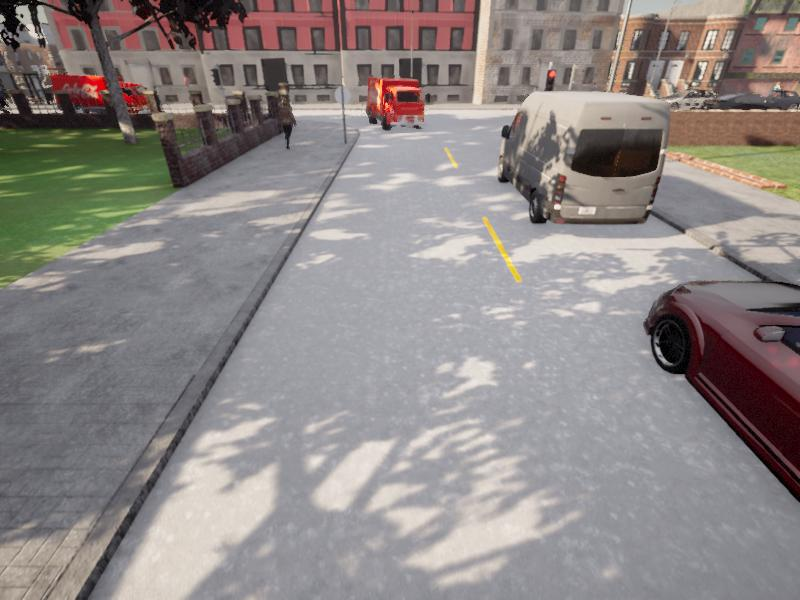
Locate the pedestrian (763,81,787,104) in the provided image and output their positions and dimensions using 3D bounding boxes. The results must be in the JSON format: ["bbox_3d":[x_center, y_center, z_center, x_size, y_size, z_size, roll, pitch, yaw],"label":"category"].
[{"bbox_3d":[34.460,-19.084,36.794,0.751,1.860,0.751,-4,30,-7],"label":"pedestrian"}]

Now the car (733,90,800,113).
[{"bbox_3d":[28.301,-15.210,30.631,3.633,1.501,1.845,0,30,0],"label":"car"}]

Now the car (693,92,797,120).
[{"bbox_3d":[23.274,-13.202,27.176,5.008,1.535,1.882,0,30,0],"label":"car"}]

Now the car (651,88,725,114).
[{"bbox_3d":[21.942,-15.256,30.630,3.988,1.617,1.851,0,30,0],"label":"car"}]

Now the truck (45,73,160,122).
[{"bbox_3d":[-19.774,-13.661,26.933,5.204,2.467,2.627,3,30,-2],"label":"truck"}]

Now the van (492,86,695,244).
[{"bbox_3d":[3.972,-3.709,9.886,1.988,2.561,5.915,0,30,1],"label":"van"}]

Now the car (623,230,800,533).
[{"bbox_3d":[4.028,0.821,3.276,1.994,1.385,4.181,0,30,0],"label":"car"}]

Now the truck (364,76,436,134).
[{"bbox_3d":[-0.195,-11.234,22.831,2.627,2.467,5.204,-7,32,-15],"label":"truck"}]

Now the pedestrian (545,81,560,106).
[{"bbox_3d":[13.204,-17.901,34.659,0.751,1.860,0.751,3,30,5],"label":"pedestrian"}]

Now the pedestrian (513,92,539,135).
[{"bbox_3d":[6.178,-9.135,19.599,0.751,1.860,0.751,17,34,27],"label":"pedestrian"}]

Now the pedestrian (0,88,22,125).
[{"bbox_3d":[-22.772,-11.072,22.930,0.751,1.860,0.751,-2,30,-3],"label":"pedestrian"}]

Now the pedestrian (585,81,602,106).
[{"bbox_3d":[16.798,-17.972,34.782,0.751,1.860,0.751,5,31,8],"label":"pedestrian"}]

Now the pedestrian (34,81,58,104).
[{"bbox_3d":[-32.468,-19.049,36.711,0.751,1.860,0.751,9,32,16],"label":"pedestrian"}]

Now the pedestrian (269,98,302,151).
[{"bbox_3d":[-4.517,-6.976,15.909,0.751,1.860,0.751,6,31,9],"label":"pedestrian"}]
